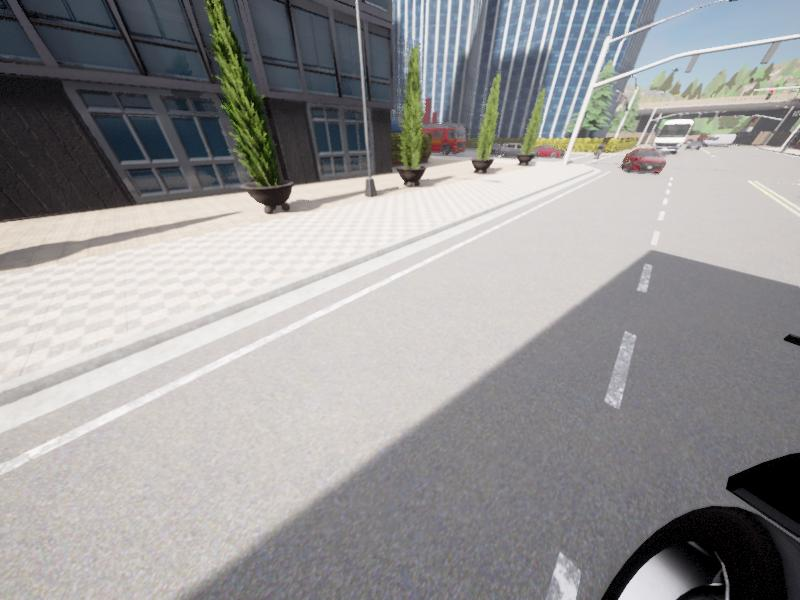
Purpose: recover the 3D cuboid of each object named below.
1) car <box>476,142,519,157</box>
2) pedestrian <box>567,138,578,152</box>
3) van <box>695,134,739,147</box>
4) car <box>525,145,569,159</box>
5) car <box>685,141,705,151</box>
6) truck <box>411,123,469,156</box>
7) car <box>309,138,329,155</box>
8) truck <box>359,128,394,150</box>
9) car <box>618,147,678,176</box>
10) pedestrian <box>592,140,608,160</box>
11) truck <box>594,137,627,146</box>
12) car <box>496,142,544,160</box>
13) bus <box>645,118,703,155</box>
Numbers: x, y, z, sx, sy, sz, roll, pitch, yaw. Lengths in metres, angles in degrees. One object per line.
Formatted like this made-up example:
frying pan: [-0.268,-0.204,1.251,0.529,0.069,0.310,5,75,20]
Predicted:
car: [14.096,-22.065,33.729,5.238,1.638,1.930,29,45,35]
pedestrian: [27.657,-24.804,37.037,0.751,1.860,0.751,-27,43,-33]
van: [75.587,-38.009,55.159,5.915,2.561,1.988,2,35,3]
car: [18.973,-19.280,29.983,4.181,1.385,1.994,28,44,34]
car: [56.482,-29.614,44.356,1.812,1.442,4.674,30,45,35]
truck: [5.881,-24.762,35.713,8.468,3.827,2.891,29,45,35]
car: [-12.478,-23.920,35.883,2.390,2.098,6.274,-9,36,-12]
truck: [-5.375,-36.765,52.818,8.468,3.827,2.891,29,45,35]
car: [18.609,-10.670,17.616,1.882,1.535,5.008,20,40,25]
pedestrian: [23.266,-17.431,26.863,0.751,1.860,0.751,25,42,31]
truck: [59.689,-45.078,65.623,2.390,2.098,6.274,-30,45,-35]
car: [14.985,-18.748,28.991,4.611,1.667,2.242,29,45,35]
bus: [43.085,-25.745,36.509,3.944,4.253,10.273,30,45,35]
